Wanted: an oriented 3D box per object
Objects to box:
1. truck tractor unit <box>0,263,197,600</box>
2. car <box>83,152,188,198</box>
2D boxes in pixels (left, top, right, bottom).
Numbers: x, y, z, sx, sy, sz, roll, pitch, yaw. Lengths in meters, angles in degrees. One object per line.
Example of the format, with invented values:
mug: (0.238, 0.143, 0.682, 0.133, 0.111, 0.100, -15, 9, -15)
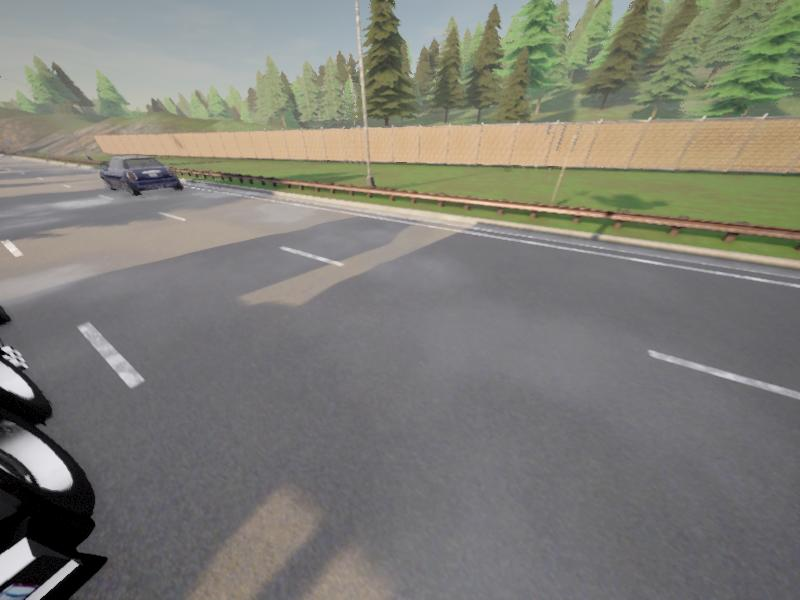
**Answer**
truck tractor unit: (-5.113, -0.295, 0.790, 6.516, 4.208, 3.053, 18, 39, 24)
car: (-14.208, -6.859, 12.463, 4.553, 1.767, 2.097, 18, 39, 24)
